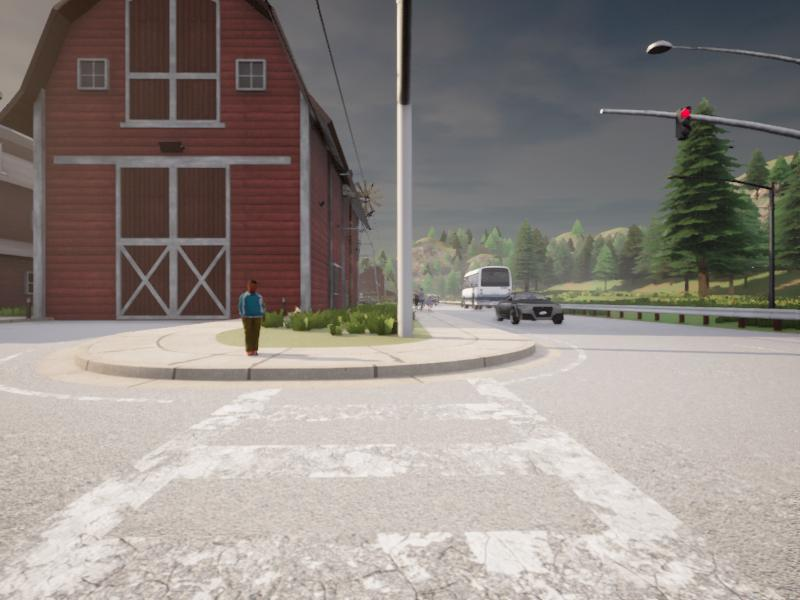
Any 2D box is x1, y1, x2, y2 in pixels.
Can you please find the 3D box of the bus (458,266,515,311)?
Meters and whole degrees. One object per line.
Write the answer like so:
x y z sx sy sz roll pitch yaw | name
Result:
8.930 -1.111 42.982 3.944 4.253 10.273 0 0 0 | bus

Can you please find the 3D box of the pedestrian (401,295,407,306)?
0.729 0.079 68.434 0.751 1.860 0.751 0 0 43 | pedestrian

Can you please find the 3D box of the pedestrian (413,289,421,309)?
1.609 -0.080 38.725 0.751 1.860 0.751 0 0 2 | pedestrian

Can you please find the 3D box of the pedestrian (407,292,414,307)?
1.286 -0.076 49.240 0.751 1.860 0.751 0 0 0 | pedestrian

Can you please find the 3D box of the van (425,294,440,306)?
5.475 0.003 67.858 2.069 2.038 4.480 0 1 0 | van

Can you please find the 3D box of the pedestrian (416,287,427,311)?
1.727 -0.083 31.670 0.751 1.860 0.751 0 0 12 | pedestrian

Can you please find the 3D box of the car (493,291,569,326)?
5.633 0.328 17.773 1.994 1.385 4.181 0 0 0 | car

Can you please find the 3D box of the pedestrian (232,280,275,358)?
-2.205 0.269 5.998 0.500 1.100 0.500 0 0 -34 | pedestrian
